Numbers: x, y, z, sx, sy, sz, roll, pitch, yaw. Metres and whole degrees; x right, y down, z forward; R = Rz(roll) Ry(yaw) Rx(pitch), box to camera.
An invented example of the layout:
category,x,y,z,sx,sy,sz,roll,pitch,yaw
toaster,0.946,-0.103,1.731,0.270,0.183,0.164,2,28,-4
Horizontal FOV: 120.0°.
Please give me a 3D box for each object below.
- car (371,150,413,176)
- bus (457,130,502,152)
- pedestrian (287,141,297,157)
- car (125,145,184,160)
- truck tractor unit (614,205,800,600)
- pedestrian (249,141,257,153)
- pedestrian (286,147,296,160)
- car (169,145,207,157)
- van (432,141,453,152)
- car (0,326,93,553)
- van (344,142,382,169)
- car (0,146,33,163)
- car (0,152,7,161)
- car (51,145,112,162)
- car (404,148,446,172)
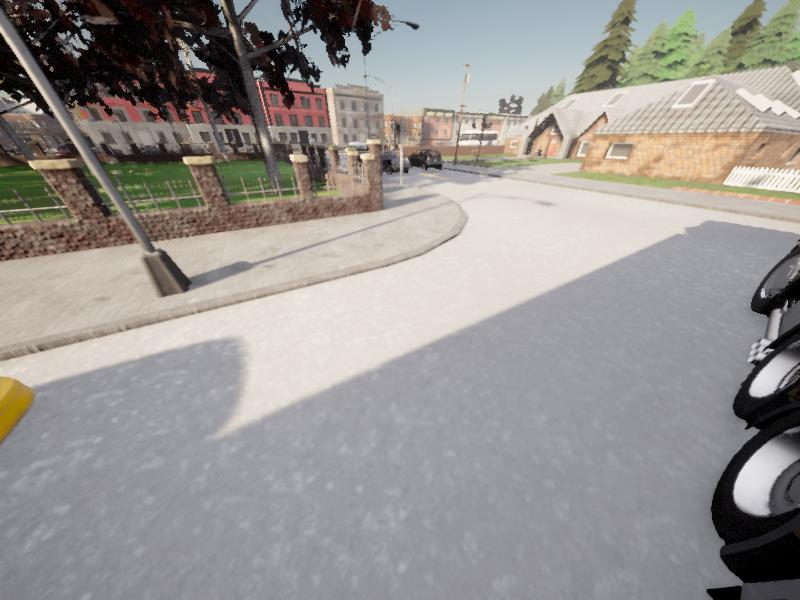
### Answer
category,x,y,z,sx,sy,sz,roll,pitch,yaw
car,-0.692,-11.003,18.488,1.845,1.501,3.633,-17,39,-24
bus,19.629,-39.385,57.235,10.273,4.253,3.944,-17,39,-24
pedestrian,-15.468,-21.543,33.021,0.751,1.860,0.751,-3,35,-5
car,-32.255,-19.548,30.567,4.892,1.490,1.837,-18,39,-24
truck tractor unit,5.005,-0.395,0.916,6.516,4.208,3.053,-22,41,-29
pedestrian,-26.561,-27.708,41.802,0.751,1.860,0.751,-16,38,-23
pedestrian,-13.499,-18.045,28.496,0.751,1.300,0.751,-17,38,-23
car,-31.621,-22.357,34.583,3.633,1.501,1.845,-17,38,-24
van,9.940,-35.588,53.531,4.442,1.987,1.775,-17,39,-24
car,-5.222,1.570,0.325,5.366,1.575,1.801,-17,38,-23
van,-3.697,-14.325,22.795,2.069,2.038,4.480,-17,38,-23
car,-44.429,-15.748,24.980,4.514,1.525,2.007,-17,39,-24
car,-49.454,-16.935,26.328,3.866,1.878,1.905,-17,39,-24
car,-38.142,-17.729,27.854,3.705,1.549,1.789,-17,39,-24
car,2.128,-12.835,21.076,1.851,1.617,3.988,-17,39,-24
